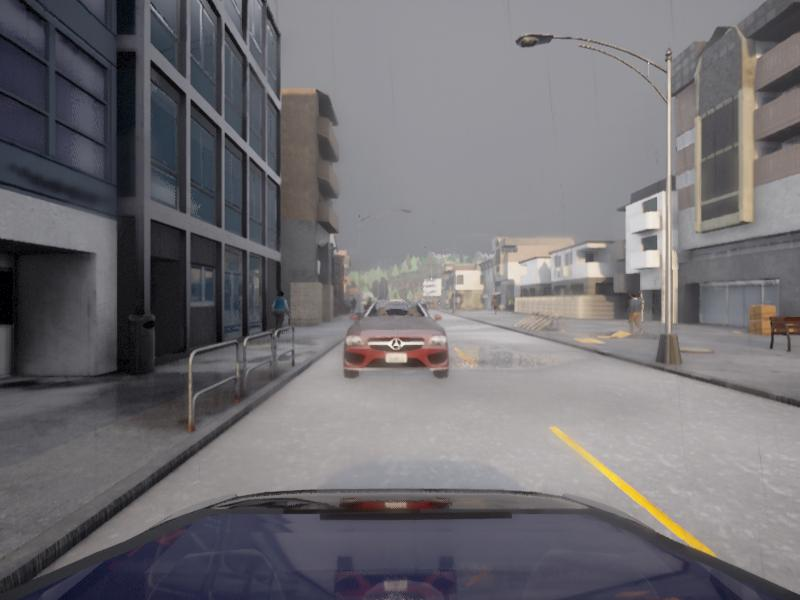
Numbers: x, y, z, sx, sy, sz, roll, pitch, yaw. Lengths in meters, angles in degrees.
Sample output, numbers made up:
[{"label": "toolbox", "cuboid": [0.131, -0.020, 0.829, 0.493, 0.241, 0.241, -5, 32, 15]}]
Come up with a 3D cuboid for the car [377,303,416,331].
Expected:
[{"label": "car", "cuboid": [-0.208, 0.909, 23.549, 2.033, 1.411, 5.357, 0, 0, 0]}]

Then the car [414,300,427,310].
[{"label": "car", "cuboid": [3.419, 0.811, 67.669, 1.930, 1.638, 5.238, 0, 0, 0]}]

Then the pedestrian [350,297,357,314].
[{"label": "pedestrian", "cuboid": [-5.049, 0.559, 43.539, 0.751, 1.860, 0.751, 0, 0, 0]}]

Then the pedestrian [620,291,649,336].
[{"label": "pedestrian", "cuboid": [9.789, 0.543, 16.712, 0.751, 1.860, 0.751, 0, 0, -2]}]

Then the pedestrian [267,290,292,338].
[{"label": "pedestrian", "cuboid": [-4.747, 0.543, 15.793, 0.751, 1.860, 0.751, 0, 0, 2]}]

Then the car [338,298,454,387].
[{"label": "car", "cuboid": [-0.091, 0.787, 9.937, 2.152, 1.651, 5.027, 0, 0, 0]}]
